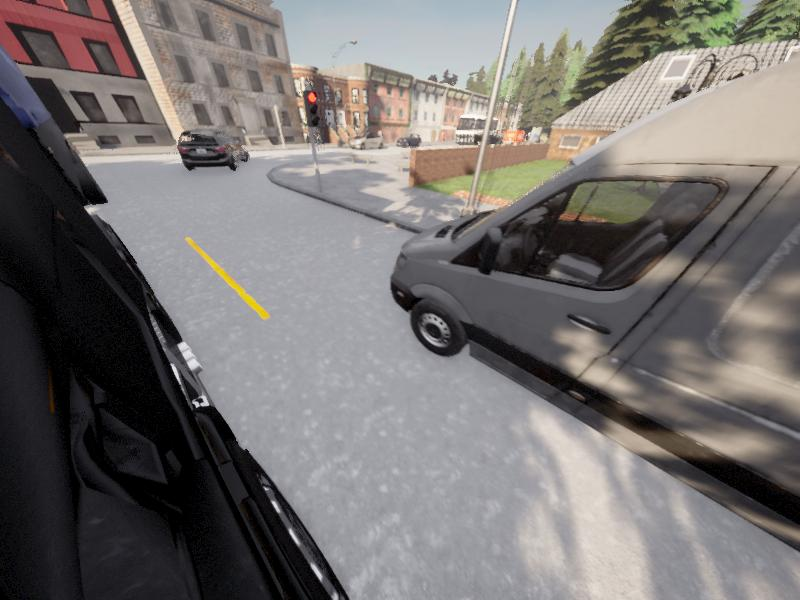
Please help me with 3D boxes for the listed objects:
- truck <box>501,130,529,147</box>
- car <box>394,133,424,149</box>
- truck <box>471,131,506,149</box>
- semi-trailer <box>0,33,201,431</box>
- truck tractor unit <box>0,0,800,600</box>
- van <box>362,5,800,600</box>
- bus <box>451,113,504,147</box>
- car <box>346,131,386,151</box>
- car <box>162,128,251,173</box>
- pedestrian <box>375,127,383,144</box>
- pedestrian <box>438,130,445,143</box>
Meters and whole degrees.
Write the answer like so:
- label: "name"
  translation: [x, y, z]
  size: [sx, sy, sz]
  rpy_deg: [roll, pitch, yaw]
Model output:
- label: "truck"
  translation: [21.960, -30.761, 43.934]
  size: [2.627, 2.467, 5.204]
  rpy_deg: [29, 44, 31]
- label: "car"
  translation: [1.135, -20.384, 29.562]
  size: [1.845, 1.501, 3.633]
  rpy_deg: [29, 45, 30]
- label: "truck"
  translation: [14.082, -25.449, 36.667]
  size: [2.390, 2.098, 6.274]
  rpy_deg: [29, 44, 31]
- label: "semi-trailer"
  translation: [-8.647, -3.647, 4.267]
  size: [14.254, 4.402, 2.717]
  rpy_deg: [29, 44, 30]
- label: "truck tractor unit"
  translation: [-2.645, -0.295, 0.351]
  size: [6.516, 4.208, 3.053]
  rpy_deg: [28, 44, 30]
- label: "van"
  translation: [2.518, 0.029, 1.663]
  size: [5.915, 2.561, 1.988]
  rpy_deg: [30, 45, 31]
- label: "bus"
  translation: [13.555, -29.471, 40.191]
  size: [3.944, 4.253, 10.273]
  rpy_deg: [29, 44, 31]
- label: "car"
  translation: [-3.614, -17.297, 25.088]
  size: [1.851, 1.617, 3.988]
  rpy_deg: [29, 44, 30]
- label: "car"
  translation: [-10.196, -8.376, 12.742]
  size: [2.242, 1.667, 4.611]
  rpy_deg: [-10, 39, -15]
- label: "pedestrian"
  translation: [-2.888, -22.540, 31.684]
  size: [0.751, 1.860, 0.751]
  rpy_deg: [-27, 46, -33]
- label: "pedestrian"
  translation: [7.814, -30.601, 43.177]
  size: [0.751, 1.860, 0.751]
  rpy_deg: [-15, 41, -23]
